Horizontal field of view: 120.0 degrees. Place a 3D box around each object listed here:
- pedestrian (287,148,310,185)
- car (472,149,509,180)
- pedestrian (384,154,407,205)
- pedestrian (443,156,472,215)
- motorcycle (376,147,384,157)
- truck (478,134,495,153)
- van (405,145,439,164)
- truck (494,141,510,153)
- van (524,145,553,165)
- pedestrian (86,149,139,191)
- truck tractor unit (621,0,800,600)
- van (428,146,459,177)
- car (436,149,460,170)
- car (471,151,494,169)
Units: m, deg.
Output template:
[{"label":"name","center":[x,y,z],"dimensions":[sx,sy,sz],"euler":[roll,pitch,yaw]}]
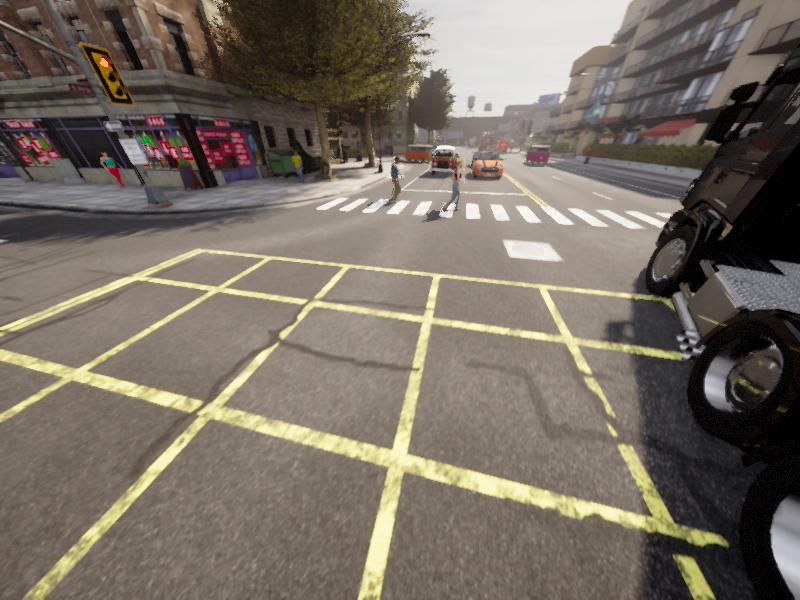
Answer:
[{"label":"pedestrian","center":[-6.066,-8.001,13.839],"dimensions":[0.751,1.860,0.751],"euler":[-16,38,-22]},{"label":"car","center":[7.016,-10.881,18.402],"dimensions":[2.097,1.767,4.553],"euler":[7,35,11]},{"label":"pedestrian","center":[-0.161,-5.178,9.972],"dimensions":[0.751,1.860,0.751],"euler":[9,35,13]},{"label":"pedestrian","center":[2.074,-4.220,8.568],"dimensions":[0.751,1.860,0.751],"euler":[4,35,6]},{"label":"motorcycle","center":[-3.779,-28.075,43.781],"dimensions":[0.764,1.277,2.356],"euler":[-18,37,-8]},{"label":"truck","center":[22.839,-41.521,61.378],"dimensions":[2.891,3.827,8.468],"euler":[7,35,11]},{"label":"van","center":[2.787,-19.512,30.857],"dimensions":[1.775,1.987,4.442],"euler":[-27,43,-34]},{"label":"truck","center":[25.111,-37.759,57.069],"dimensions":[2.627,2.467,5.204],"euler":[7,35,11]},{"label":"van","center":[17.161,-18.177,28.887],"dimensions":[1.775,1.987,4.442],"euler":[7,35,11]},{"label":"pedestrian","center":[-14.959,-6.784,12.071],"dimensions":[0.751,1.860,0.751],"euler":[9,35,13]},{"label":"truck tractor unit","center":[4.549,-0.650,1.292],"dimensions":[3.053,4.208,6.516],"euler":[22,40,28]},{"label":"van","center":[3.787,-11.867,19.631],"dimensions":[2.069,2.038,4.480],"euler":[7,35,11]},{"label":"car","center":[5.359,-15.516,25.335],"dimensions":[2.152,1.651,5.027],"euler":[7,35,11]},{"label":"car","center":[8.907,-15.362,25.219],"dimensions":[1.837,1.490,4.892],"euler":[7,35,11]}]
